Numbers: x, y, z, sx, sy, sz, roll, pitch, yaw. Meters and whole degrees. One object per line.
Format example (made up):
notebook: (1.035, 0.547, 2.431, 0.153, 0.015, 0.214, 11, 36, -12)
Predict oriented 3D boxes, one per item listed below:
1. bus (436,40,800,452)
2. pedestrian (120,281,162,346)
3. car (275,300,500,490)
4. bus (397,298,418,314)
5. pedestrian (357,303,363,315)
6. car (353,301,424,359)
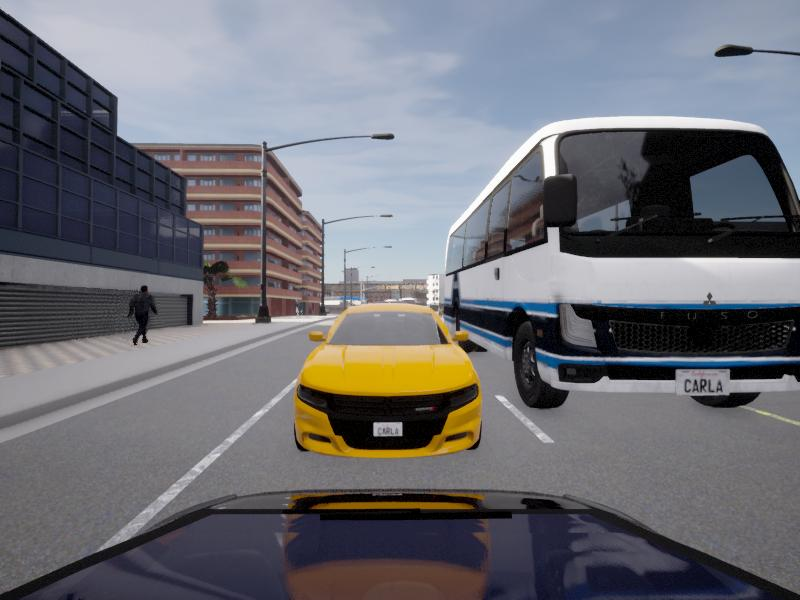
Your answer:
bus: (3.384, -0.601, 9.306, 3.944, 4.253, 10.273, 0, 1, -1)
pedestrian: (-7.699, 0.393, 11.932, 0.751, 1.860, 0.751, 0, -1, -4)
car: (-0.158, 0.790, 5.854, 1.882, 1.535, 5.008, 0, 1, -1)
bus: (1.907, 1.600, 107.170, 3.944, 4.253, 10.273, 0, -1, -9)
pedestrian: (-6.300, 1.459, 62.968, 0.751, 1.860, 0.751, 0, -1, -2)
car: (-0.325, 0.768, 12.619, 1.812, 1.442, 4.674, 0, 1, -1)
